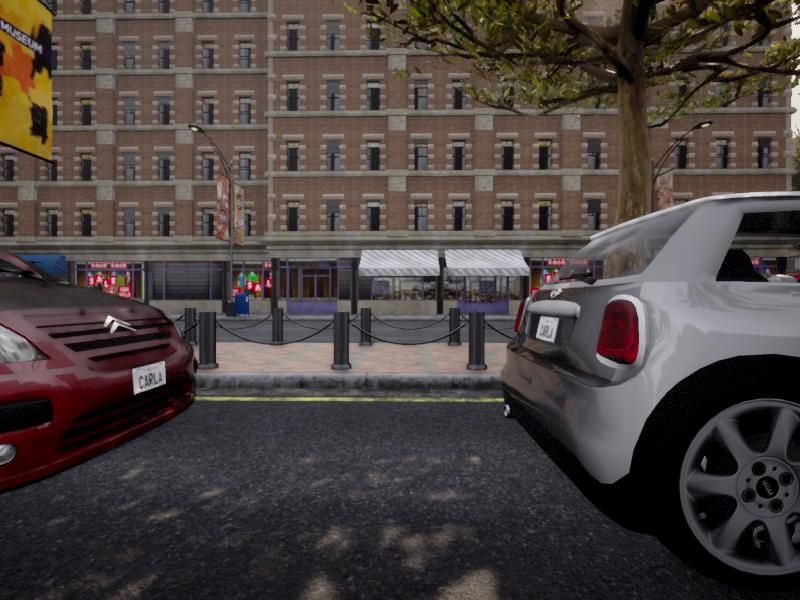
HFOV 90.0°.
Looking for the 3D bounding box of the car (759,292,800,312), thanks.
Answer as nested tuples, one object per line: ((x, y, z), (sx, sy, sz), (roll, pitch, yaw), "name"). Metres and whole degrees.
((34.548, 0.171, 34.748), (1.930, 1.638, 5.238), (0, 0, 0), "car")

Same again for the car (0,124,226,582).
((-3.390, 0.188, 2.287), (3.988, 1.617, 1.851), (0, 0, 1), "car")

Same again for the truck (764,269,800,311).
((38.063, -0.920, 36.045), (2.891, 3.827, 8.468), (0, 0, 1), "truck")

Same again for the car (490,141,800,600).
((2.600, 0.253, 2.173), (3.806, 1.475, 1.970), (0, 0, 1), "car")
